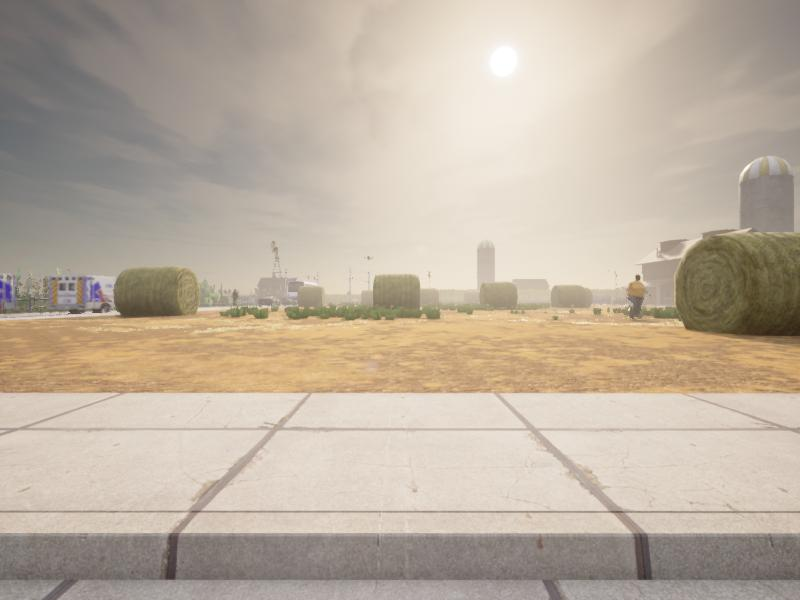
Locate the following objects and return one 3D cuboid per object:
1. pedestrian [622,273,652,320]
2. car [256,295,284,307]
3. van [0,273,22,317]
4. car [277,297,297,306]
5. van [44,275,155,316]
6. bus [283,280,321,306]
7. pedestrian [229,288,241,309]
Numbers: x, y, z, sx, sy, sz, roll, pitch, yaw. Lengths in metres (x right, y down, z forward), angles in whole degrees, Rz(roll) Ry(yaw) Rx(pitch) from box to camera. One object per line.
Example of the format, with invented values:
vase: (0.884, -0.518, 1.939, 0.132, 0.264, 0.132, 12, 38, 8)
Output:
pedestrian: (9.562, -0.137, 16.185, 0.751, 1.860, 0.751, 0, 0, -3)
car: (-18.168, 0.123, 56.124, 1.930, 1.638, 5.238, 0, 0, 3)
van: (-23.397, -0.275, 20.202, 2.351, 2.431, 6.366, 0, 0, 3)
car: (-17.830, 0.206, 63.155, 1.816, 1.474, 4.193, 0, 0, 3)
van: (-19.639, -0.272, 26.715, 2.351, 2.431, 6.366, 0, 0, 4)
bus: (-17.491, -1.186, 72.674, 3.944, 4.253, 10.273, 0, 0, 3)
pedestrian: (-14.702, -0.161, 35.623, 0.751, 1.860, 0.751, 0, 0, 7)
